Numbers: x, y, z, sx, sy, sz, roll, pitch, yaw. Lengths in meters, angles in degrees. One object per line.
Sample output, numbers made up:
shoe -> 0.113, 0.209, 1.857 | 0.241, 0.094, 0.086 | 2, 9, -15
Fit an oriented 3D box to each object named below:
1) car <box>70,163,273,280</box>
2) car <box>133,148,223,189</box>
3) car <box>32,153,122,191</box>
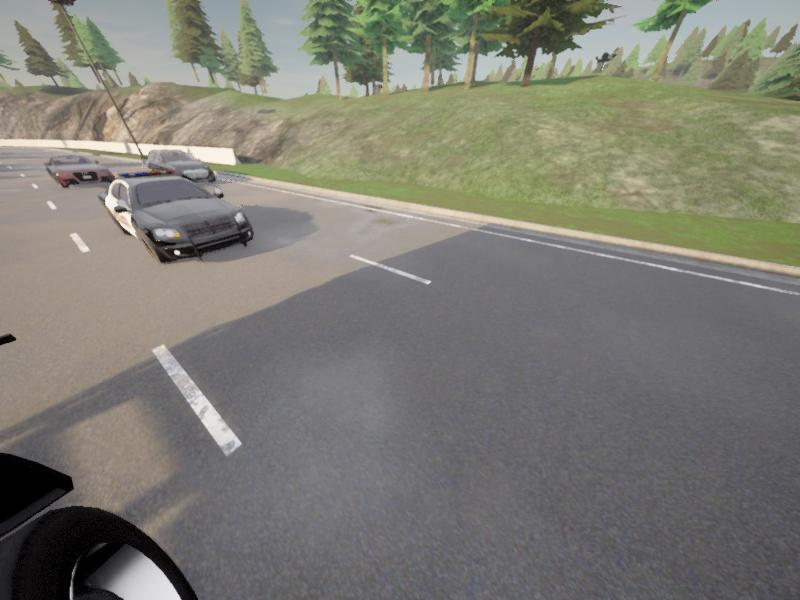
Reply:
car -> -5.801, -2.339, 5.845 | 4.974, 1.542, 2.038 | 23, 41, 28
car -> -12.766, -7.683, 13.281 | 4.856, 1.649, 2.033 | 22, 40, 28
car -> -17.586, -7.069, 12.593 | 4.181, 1.385, 1.994 | 22, 40, 27
